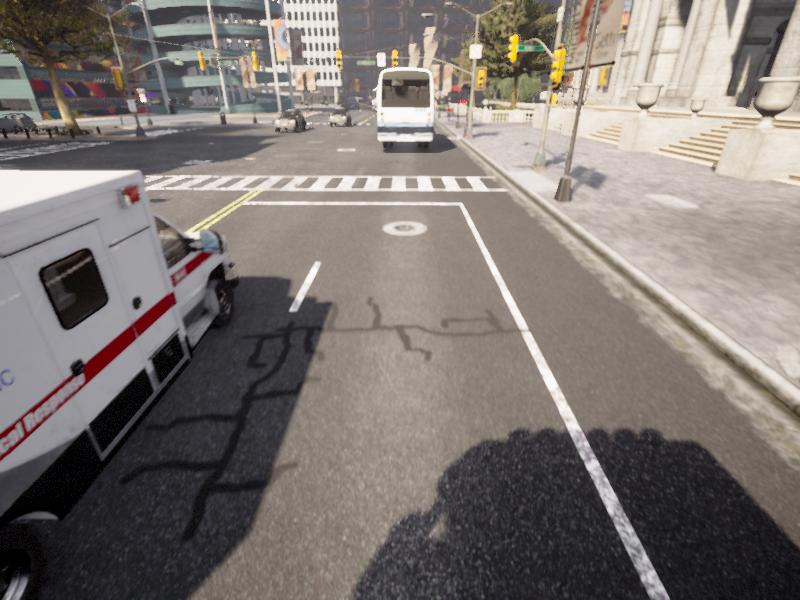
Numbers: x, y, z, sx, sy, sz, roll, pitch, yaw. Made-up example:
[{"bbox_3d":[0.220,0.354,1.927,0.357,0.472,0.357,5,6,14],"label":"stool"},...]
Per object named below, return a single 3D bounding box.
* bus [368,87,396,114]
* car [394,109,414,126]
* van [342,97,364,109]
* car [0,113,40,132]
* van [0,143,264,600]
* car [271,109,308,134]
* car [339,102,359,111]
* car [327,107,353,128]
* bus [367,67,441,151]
[{"bbox_3d":[-3.506,-37.460,75.101,3.944,4.253,10.273,-4,27,-8],"label":"bus"},{"bbox_3d":[0.492,-21.266,46.484,2.038,1.542,4.974,1,27,3],"label":"car"},{"bbox_3d":[-11.363,-47.542,96.593,5.915,2.561,1.988,24,35,38],"label":"van"},{"bbox_3d":[-35.901,-16.332,36.751,3.633,1.501,1.845,0,27,0],"label":"car"},{"bbox_3d":[-3.470,0.362,3.271,2.351,2.431,6.366,0,27,1],"label":"van"},{"bbox_3d":[-9.973,-16.405,36.587,1.932,1.855,4.605,0,27,1],"label":"car"},{"bbox_3d":[-11.826,-44.813,92.628,2.152,1.651,5.027,-23,35,-37],"label":"car"},{"bbox_3d":[-6.378,-19.702,43.035,1.932,1.855,4.605,0,27,1],"label":"car"},{"bbox_3d":[0.270,-12.790,26.934,3.944,4.253,10.273,0,26,1],"label":"bus"}]
